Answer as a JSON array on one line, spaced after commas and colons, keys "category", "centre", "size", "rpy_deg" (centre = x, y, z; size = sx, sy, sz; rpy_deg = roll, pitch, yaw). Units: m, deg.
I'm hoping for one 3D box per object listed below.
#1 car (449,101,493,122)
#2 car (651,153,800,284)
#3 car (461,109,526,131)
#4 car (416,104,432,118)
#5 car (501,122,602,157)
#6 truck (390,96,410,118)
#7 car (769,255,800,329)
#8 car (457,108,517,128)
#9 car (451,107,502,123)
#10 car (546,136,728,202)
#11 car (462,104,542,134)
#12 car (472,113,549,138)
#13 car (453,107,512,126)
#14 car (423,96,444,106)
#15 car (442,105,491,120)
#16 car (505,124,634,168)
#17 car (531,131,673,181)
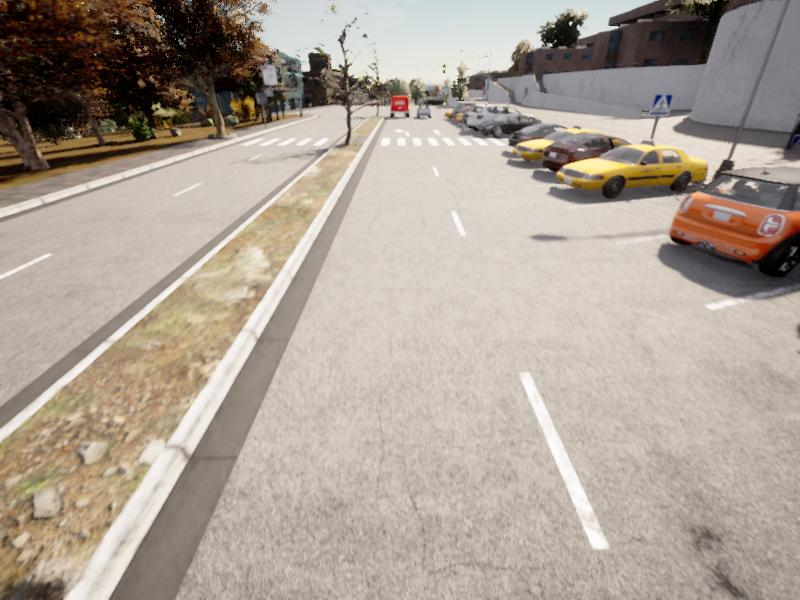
[{"category": "car", "centre": [7.959, -21.293, 45.107], "size": [4.442, 1.987, 1.878], "rpy_deg": [-9, 29, -18]}, {"category": "car", "centre": [8.038, -1.875, 8.179], "size": [4.553, 1.767, 2.185], "rpy_deg": [-9, 29, -18]}, {"category": "car", "centre": [8.071, -15.617, 34.657], "size": [5.008, 1.535, 2.097], "rpy_deg": [-9, 29, -18]}, {"category": "car", "centre": [2.997, -24.139, 51.085], "size": [1.845, 1.501, 3.633], "rpy_deg": [0, 27, 0]}, {"category": "car", "centre": [8.061, -8.678, 21.464], "size": [4.674, 1.452, 2.002], "rpy_deg": [-9, 29, -18]}, {"category": "truck", "centre": [-0.041, -25.753, 53.197], "size": [2.627, 2.467, 5.204], "rpy_deg": [0, 28, -1]}, {"category": "car", "centre": [7.961, -0.559, 5.451], "size": [4.442, 1.987, 1.878], "rpy_deg": [-9, 30, -18]}, {"category": "car", "centre": [8.059, -16.992, 37.307], "size": [4.892, 1.521, 2.231], "rpy_deg": [-9, 29, -18]}, {"category": "car", "centre": [8.091, -19.719, 42.627], "size": [4.792, 1.488, 2.163], "rpy_deg": [-9, 29, -18]}, {"category": "car", "centre": [7.892, -4.519, 13.466], "size": [5.366, 1.575, 1.946], "rpy_deg": [-9, 30, -18]}, {"category": "car", "centre": [8.094, -14.471, 31.912], "size": [5.566, 2.045, 2.435], "rpy_deg": [-9, 29, -18]}, {"category": "car", "centre": [8.075, -12.859, 29.367], "size": [4.892, 1.521, 2.231], "rpy_deg": [-9, 29, -18]}, {"category": "car", "centre": [8.239, -18.398, 40.011], "size": [5.366, 1.575, 1.946], "rpy_deg": [-9, 29, -18]}, {"category": "car", "centre": [7.959, -46.776, 94.150], "size": [4.442, 1.987, 1.878], "rpy_deg": [-8, 28, -18]}, {"category": "car", "centre": [7.893, -22.457, 47.836], "size": [5.366, 1.575, 1.946], "rpy_deg": [-9, 29, -18]}, {"category": "car", "centre": [7.893, -7.300, 18.744], "size": [5.366, 1.575, 1.946], "rpy_deg": [-9, 30, -18]}, {"category": "car", "centre": [8.092, -5.915, 16.191], "size": [4.792, 1.488, 2.163], "rpy_deg": [-9, 29, -18]}]
